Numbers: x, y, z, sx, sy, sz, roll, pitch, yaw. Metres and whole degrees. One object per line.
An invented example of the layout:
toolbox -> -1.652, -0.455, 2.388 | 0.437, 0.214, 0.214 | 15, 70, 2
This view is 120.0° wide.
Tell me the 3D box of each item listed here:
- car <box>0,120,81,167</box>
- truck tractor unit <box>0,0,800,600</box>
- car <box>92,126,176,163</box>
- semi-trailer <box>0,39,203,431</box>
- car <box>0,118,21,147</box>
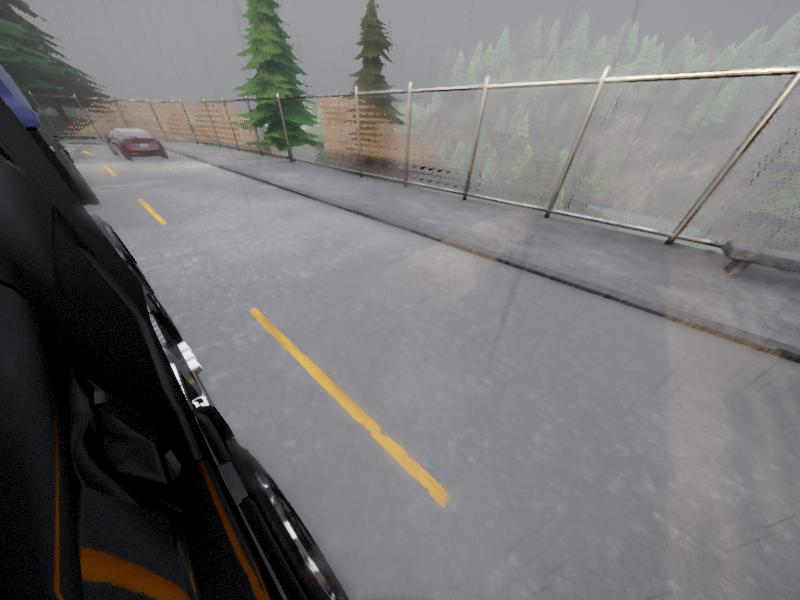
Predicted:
car -> -19.584, -8.355, 12.191 | 5.238, 1.638, 1.930 | 23, 41, 25
truck tractor unit -> -2.645, -0.295, 0.351 | 6.516, 4.208, 3.053 | 28, 44, 30
car -> -16.411, -9.660, 14.245 | 4.792, 1.488, 2.163 | 26, 43, 28
semi-trailer -> -8.742, -3.576, 4.184 | 14.254, 4.402, 2.717 | 28, 44, 29
car -> -30.880, -11.386, 15.557 | 5.027, 1.651, 2.152 | -16, 40, -23
